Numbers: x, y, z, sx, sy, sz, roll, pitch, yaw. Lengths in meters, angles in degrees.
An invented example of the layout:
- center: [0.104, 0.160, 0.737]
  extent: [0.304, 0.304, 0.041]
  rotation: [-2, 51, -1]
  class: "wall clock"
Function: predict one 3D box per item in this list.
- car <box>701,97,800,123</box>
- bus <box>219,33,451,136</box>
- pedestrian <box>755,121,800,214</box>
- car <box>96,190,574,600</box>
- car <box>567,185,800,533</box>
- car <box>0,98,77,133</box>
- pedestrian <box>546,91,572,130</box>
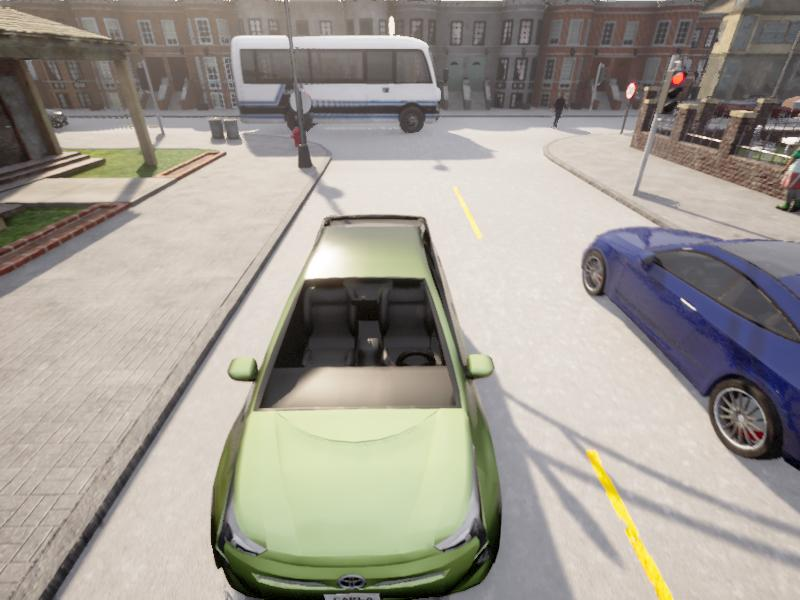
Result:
- center: [22.037, -11.904, 25.052]
  extent: [4.718, 1.301, 1.895]
  rotation: [0, 30, -1]
  class: "car"
- center: [-2.908, -11.029, 20.589]
  extent: [10.273, 4.253, 3.944]
  rotation: [-1, 30, -1]
  class: "bus"
- center: [8.965, -2.920, 8.870]
  extent: [0.751, 1.860, 0.751]
  rotation: [0, 30, 0]
  class: "pedestrian"
- center: [-0.309, 0.267, 4.016]
  extent: [2.007, 1.525, 4.514]
  rotation: [-1, 30, -1]
  class: "car"
- center: [3.832, 0.055, 4.468]
  extent: [1.812, 1.442, 4.674]
  rotation: [-1, 30, -2]
  class: "car"
- center: [-20.293, -9.644, 20.914]
  extent: [4.892, 1.490, 1.837]
  rotation: [0, 30, -1]
  class: "car"
- center: [8.445, -10.098, 21.337]
  extent: [0.751, 1.860, 0.751]
  rotation: [0, 30, -1]
  class: "pedestrian"
